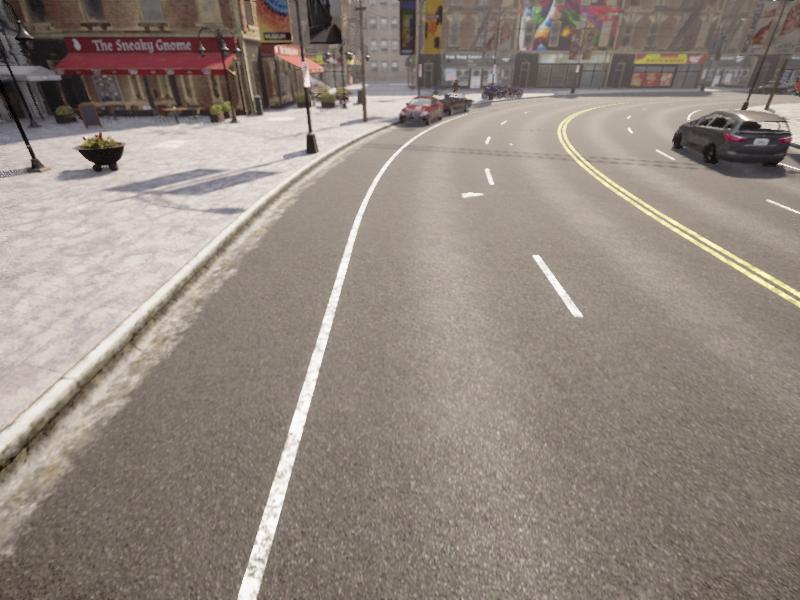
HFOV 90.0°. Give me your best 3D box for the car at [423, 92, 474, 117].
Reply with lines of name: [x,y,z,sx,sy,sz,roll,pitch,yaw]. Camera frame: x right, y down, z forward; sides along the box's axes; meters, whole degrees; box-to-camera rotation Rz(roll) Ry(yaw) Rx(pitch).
car: [3.644,-14.463,29.468,1.895,1.301,4.718,16,34,25]

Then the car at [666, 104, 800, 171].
car: [12.358,-6.258,15.068,2.242,1.667,4.611,6,31,10]

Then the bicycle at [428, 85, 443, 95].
bicycle: [4.097,-24.350,46.396,1.643,1.024,0.373,0,20,0]

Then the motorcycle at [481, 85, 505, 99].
motorcycle: [9.557,-21.464,41.205,2.209,1.251,0.867,5,31,8]

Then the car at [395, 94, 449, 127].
car: [1.457,-11.856,24.857,2.002,1.452,4.674,10,32,17]

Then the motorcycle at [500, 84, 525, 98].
motorcycle: [12.019,-22.386,42.787,2.356,1.277,0.764,5,31,8]

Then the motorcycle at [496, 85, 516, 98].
motorcycle: [11.087,-21.877,41.972,1.805,1.236,0.856,5,31,8]

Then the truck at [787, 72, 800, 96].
truck: [49.459,-25.207,46.716,5.204,2.467,2.627,0,30,0]

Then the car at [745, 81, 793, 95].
car: [46.084,-26.512,50.019,3.806,1.475,1.970,0,30,0]

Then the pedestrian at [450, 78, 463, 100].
pedestrian: [5.506,-20.569,39.019,0.751,1.860,0.751,22,37,32]
